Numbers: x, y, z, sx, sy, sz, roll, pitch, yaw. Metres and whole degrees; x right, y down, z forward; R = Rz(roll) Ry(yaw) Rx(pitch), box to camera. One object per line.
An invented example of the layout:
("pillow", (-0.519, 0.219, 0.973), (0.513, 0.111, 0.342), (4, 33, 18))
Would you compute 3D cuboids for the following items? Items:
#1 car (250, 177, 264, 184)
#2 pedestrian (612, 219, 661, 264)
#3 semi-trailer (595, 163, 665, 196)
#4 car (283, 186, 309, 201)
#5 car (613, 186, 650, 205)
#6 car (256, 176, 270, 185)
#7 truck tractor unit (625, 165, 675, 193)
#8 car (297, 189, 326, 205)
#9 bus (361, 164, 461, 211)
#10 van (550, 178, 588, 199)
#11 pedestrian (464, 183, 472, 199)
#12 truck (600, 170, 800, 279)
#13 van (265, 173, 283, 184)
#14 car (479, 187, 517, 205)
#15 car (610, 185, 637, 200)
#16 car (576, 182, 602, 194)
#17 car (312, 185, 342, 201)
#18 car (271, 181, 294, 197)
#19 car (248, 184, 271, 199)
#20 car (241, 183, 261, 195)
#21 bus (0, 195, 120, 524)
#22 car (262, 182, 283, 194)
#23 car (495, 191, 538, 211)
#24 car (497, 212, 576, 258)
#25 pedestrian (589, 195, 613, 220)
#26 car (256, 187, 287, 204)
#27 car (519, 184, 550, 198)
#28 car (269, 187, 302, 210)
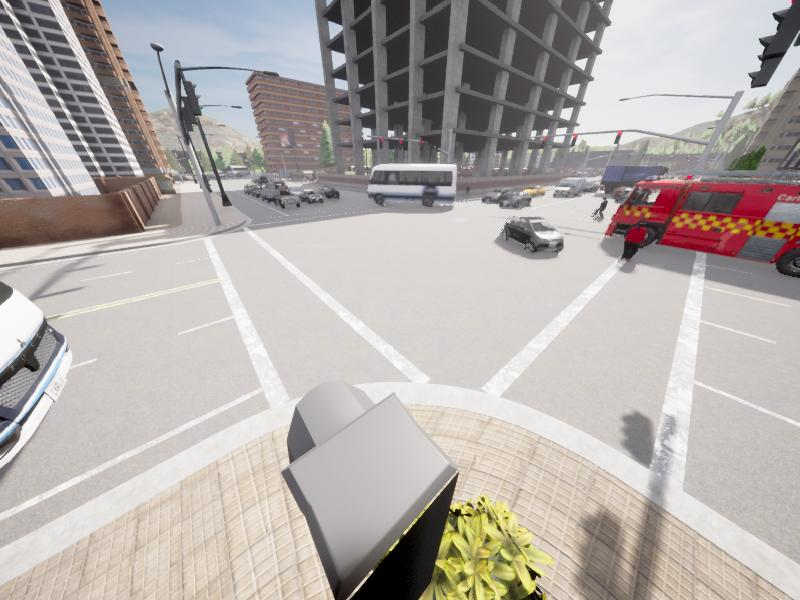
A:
("car", (-38.982, -32.606, 62.970), (2.128, 1.511, 4.902), (-22, 37, -34))
("pedestrian", (10.996, -2.719, 10.806), (0.751, 1.860, 0.751), (-11, 32, -18))
("semi-trailer", (38.728, -20.316, 38.776), (14.254, 4.402, 2.717), (-16, 34, -26))
("car", (-14.901, -15.280, 33.028), (1.812, 1.442, 4.674), (-22, 37, -34))
("car", (30.045, -13.617, 29.935), (4.611, 1.667, 2.242), (-23, 37, -33))
("car", (-34.676, -30.169, 58.369), (1.905, 1.878, 3.866), (-22, 37, -33))
("truck tractor unit", (45.607, -22.183, 42.214), (6.516, 4.208, 3.053), (-16, 34, -24))
("car", (-11.249, -13.098, 29.215), (1.970, 1.475, 3.806), (-22, 37, -33))
("bus", (1.342, -12.969, 26.231), (10.273, 4.253, 3.944), (8, 32, 13))
("van", (25.478, -16.869, 34.796), (6.366, 2.431, 2.351), (-23, 37, -34))
("pedestrian", (9.325, -15.038, 31.839), (0.751, 1.860, 0.751), (11, 32, 18))
("truck", (15.990, -3.978, 11.067), (2.891, 3.827, 8.468), (-20, 35, -31))
("van", (-34.049, -32.769, 62.335), (2.351, 2.431, 6.366), (-22, 37, -34))
("car", (12.519, -13.365, 29.483), (4.611, 1.667, 2.242), (-23, 37, -34))
("car", (32.303, -15.635, 33.543), (1.882, 1.535, 5.008), (18, 35, 28))
("car", (33.192, -19.781, 40.626), (5.238, 1.638, 1.930), (-23, 37, -34))
("car", (-10.518, -15.467, 33.155), (1.930, 1.638, 5.238), (-23, 37, -34))
("car", (-18.776, -17.815, 36.971), (1.905, 1.878, 3.866), (-23, 37, -34))
("car", (-21.131, -16.369, 34.750), (1.851, 1.617, 3.988), (-22, 37, -34))
("car", (-25.067, -18.693, 38.909), (1.816, 1.474, 4.193), (-22, 37, -34))
("bus", (-9.885, 1.753, 0.719), (10.273, 4.253, 3.944), (-23, 37, -34))
("car", (-22.848, -20.105, 41.335), (1.837, 1.490, 4.892), (-22, 37, -33))
("car", (13.157, -11.276, 26.026), (4.902, 1.511, 2.128), (-23, 37, -34))
("car", (7.400, -3.809, 13.051), (1.789, 1.549, 3.705), (-5, 30, -6))
("pedestrian", (17.168, -7.868, 19.724), (0.751, 1.860, 0.751), (-17, 34, -27))
("car", (-17.016, -13.831, 30.482), (2.163, 1.488, 4.792), (-23, 37, -34))
("car", (20.717, -16.783, 35.495), (5.366, 1.575, 1.801), (-23, 37, -34))
("car", (-13.065, -11.646, 26.299), (1.932, 1.855, 4.605), (-21, 36, -32))
